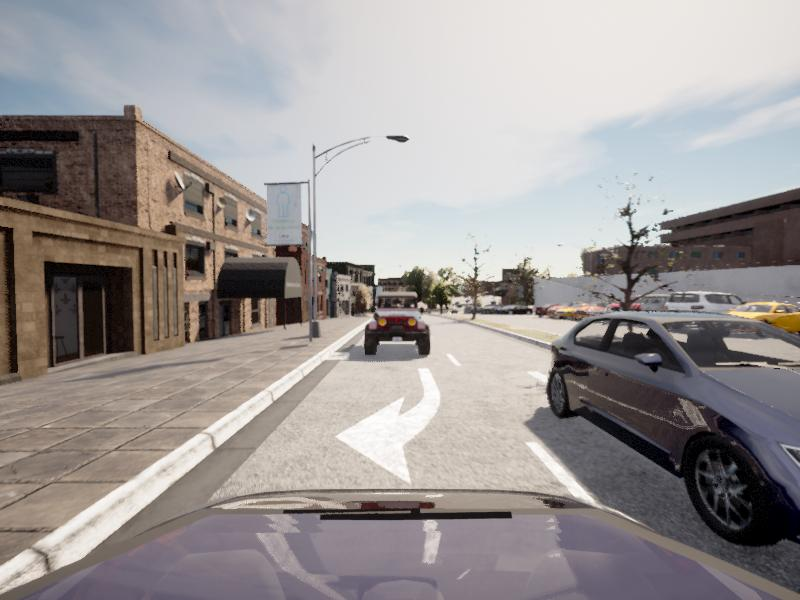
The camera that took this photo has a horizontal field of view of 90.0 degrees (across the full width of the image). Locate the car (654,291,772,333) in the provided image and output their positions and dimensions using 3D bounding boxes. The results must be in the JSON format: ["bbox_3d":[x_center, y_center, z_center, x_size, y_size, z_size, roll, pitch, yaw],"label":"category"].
[{"bbox_3d":[16.852,0.612,21.549,5.566,2.045,2.435,1,-1,-20],"label":"car"}]

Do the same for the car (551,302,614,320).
[{"bbox_3d":[16.573,0.998,36.345,5.366,1.575,1.946,1,-1,-20],"label":"car"}]

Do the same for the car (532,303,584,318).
[{"bbox_3d":[16.706,1.104,42.367,5.008,1.535,2.097,1,-1,-20],"label":"car"}]

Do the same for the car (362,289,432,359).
[{"bbox_3d":[-0.082,0.660,12.734,1.905,1.878,3.866,0,0,0],"label":"car"}]

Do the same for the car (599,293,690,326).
[{"bbox_3d":[16.771,0.651,27.474,5.566,2.045,2.435,1,0,-20],"label":"car"}]

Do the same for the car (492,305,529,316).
[{"bbox_3d":[16.626,1.541,60.196,5.008,1.535,2.097,1,-2,-20],"label":"car"}]

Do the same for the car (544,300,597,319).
[{"bbox_3d":[16.762,0.927,39.402,4.553,1.767,2.185,1,-1,-20],"label":"car"}]

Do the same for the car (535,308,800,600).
[{"bbox_3d":[2.972,0.859,4.007,1.816,1.474,4.193,0,0,0],"label":"car"}]

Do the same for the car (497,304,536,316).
[{"bbox_3d":[16.638,1.454,57.235,5.008,1.535,2.097,1,-2,-20],"label":"car"}]

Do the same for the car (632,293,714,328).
[{"bbox_3d":[16.704,0.653,24.471,4.442,1.987,1.878,1,0,-20],"label":"car"}]

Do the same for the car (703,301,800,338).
[{"bbox_3d":[16.845,0.854,18.557,5.008,1.535,2.097,1,0,-20],"label":"car"}]

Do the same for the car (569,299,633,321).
[{"bbox_3d":[16.792,0.841,33.451,4.553,1.767,2.185,1,-1,-20],"label":"car"}]

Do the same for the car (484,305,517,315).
[{"bbox_3d":[16.621,1.724,66.107,4.892,1.521,2.231,1,-2,-19],"label":"car"}]

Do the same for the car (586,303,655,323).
[{"bbox_3d":[16.779,0.970,30.464,4.674,1.452,2.002,1,0,-20],"label":"car"}]
